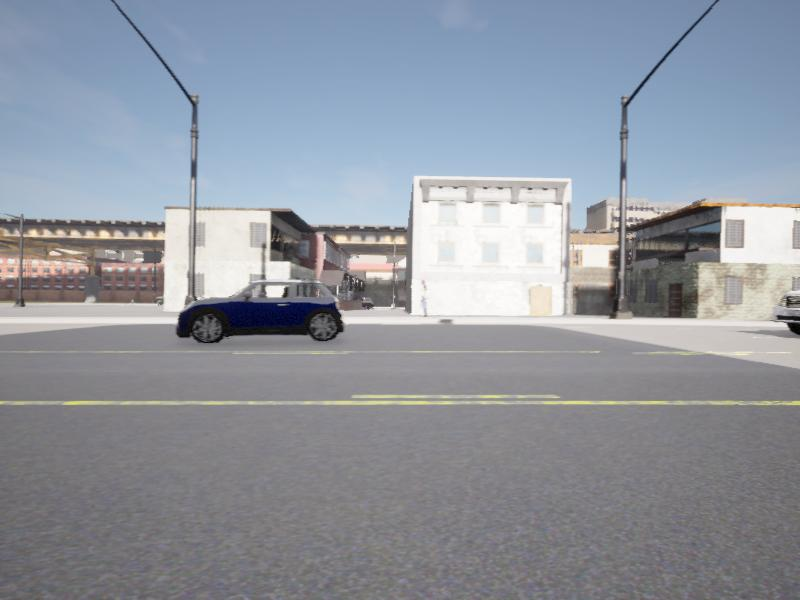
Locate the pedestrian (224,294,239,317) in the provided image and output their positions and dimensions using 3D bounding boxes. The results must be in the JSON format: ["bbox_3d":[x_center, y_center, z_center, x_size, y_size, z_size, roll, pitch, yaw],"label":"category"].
[{"bbox_3d":[-8.291,0.266,19.699,0.500,1.100,0.500,1,0,0],"label":"pedestrian"}]

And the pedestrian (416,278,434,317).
[{"bbox_3d":[1.199,-0.115,19.498,0.751,1.860,0.751,1,0,-4],"label":"pedestrian"}]

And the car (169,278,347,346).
[{"bbox_3d":[-3.280,0.254,9.946,3.806,1.475,1.970,0,0,-10],"label":"car"}]

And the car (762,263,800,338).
[{"bbox_3d":[13.579,0.076,10.605,5.566,2.045,2.150,1,0,11],"label":"car"}]
